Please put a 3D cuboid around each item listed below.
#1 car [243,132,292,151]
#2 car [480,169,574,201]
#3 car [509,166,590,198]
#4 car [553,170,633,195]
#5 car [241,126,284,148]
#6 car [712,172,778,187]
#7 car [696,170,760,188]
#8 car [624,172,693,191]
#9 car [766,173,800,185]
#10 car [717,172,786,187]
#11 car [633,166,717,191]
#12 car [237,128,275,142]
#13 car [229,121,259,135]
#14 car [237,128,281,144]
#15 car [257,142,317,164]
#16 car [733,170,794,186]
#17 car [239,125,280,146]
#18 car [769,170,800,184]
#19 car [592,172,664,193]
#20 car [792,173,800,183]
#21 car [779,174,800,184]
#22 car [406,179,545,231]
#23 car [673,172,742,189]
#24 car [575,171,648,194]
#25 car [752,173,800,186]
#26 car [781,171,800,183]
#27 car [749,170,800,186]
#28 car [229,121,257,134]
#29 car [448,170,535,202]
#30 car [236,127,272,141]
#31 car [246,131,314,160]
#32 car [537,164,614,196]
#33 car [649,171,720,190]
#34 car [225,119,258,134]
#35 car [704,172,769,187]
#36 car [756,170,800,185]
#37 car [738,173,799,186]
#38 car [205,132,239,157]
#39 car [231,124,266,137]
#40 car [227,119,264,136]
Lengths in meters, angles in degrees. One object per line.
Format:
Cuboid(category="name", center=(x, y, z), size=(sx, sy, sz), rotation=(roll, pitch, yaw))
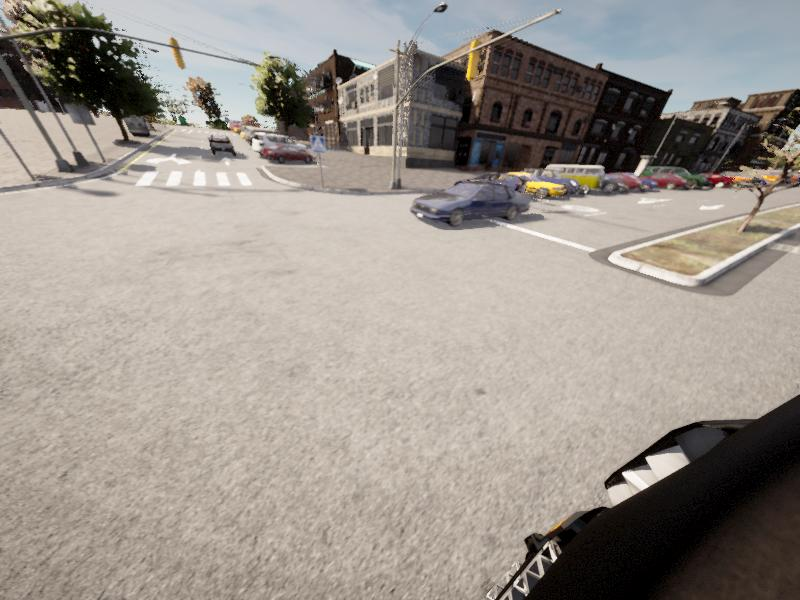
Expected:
Cuboid(category="car", center=(-17.177, -20.675, 30.168), size=(2.231, 1.521, 4.892), rotation=(28, 40, 27))
Cuboid(category="car", center=(8.870, -8.379, 16.595), size=(5.366, 1.575, 1.946), rotation=(26, 39, 34))
Cuboid(category="car", center=(11.395, -9.231, 17.874), size=(4.553, 1.767, 2.185), rotation=(27, 39, 35))
Cuboid(category="car", center=(16.800, -10.423, 20.323), size=(4.892, 1.521, 2.231), rotation=(27, 39, 35))
Cuboid(category="car", center=(-18.821, -22.441, 31.931), size=(1.878, 1.987, 4.442), rotation=(29, 40, 26))
Cuboid(category="car", center=(49.781, -17.542, 33.565), size=(2.097, 1.535, 5.008), rotation=(-24, 40, -36))
Cuboid(category="car", center=(44.233, -16.532, 31.399), size=(2.185, 1.767, 4.553), rotation=(-26, 41, -36))
Cuboid(category="car", center=(27.675, -12.897, 24.965), size=(4.674, 1.452, 2.002), rotation=(28, 40, 36))
Cuboid(category="car", center=(69.291, -21.259, 40.599), size=(2.097, 1.535, 5.008), rotation=(-24, 39, -36))
Cuboid(category="car", center=(52.438, -18.151, 34.687), size=(1.946, 1.575, 5.366), rotation=(-25, 40, -36))
Cuboid(category="car", center=(30.446, -13.745, 25.928), size=(5.566, 2.045, 2.435), rotation=(28, 40, 36))
Cuboid(category="car", center=(-23.620, -27.166, 38.088), size=(2.002, 1.452, 4.674), rotation=(29, 40, 26))
Cuboid(category="car", center=(-33.434, -37.035, 49.736), size=(2.185, 1.767, 4.553), rotation=(27, 39, 26))
Cuboid(category="car", center=(-21.895, -25.645, 36.217), size=(1.946, 1.575, 5.366), rotation=(28, 40, 27))
Cuboid(category="car", center=(-10.729, -14.133, 22.313), size=(2.002, 1.452, 4.674), rotation=(28, 40, 27))
Cuboid(category="car", center=(55.442, -18.760, 35.401), size=(1.878, 1.987, 4.442), rotation=(-24, 40, -36))
Cuboid(category="car", center=(-20.437, -24.073, 33.905), size=(1.878, 1.987, 4.442), rotation=(29, 40, 26))
Cuboid(category="car", center=(72.059, -22.008, 41.478), size=(2.435, 2.045, 5.566), rotation=(-24, 40, -35))
Cuboid(category="car", center=(22.224, -11.662, 22.683), size=(4.674, 1.452, 2.002), rotation=(28, 40, 36))
Cuboid(category="car", center=(83.251, -24.098, 45.442), size=(2.435, 2.045, 5.566), rotation=(-24, 39, -36))
Cuboid(category="car", center=(74.883, -22.276, 42.592), size=(2.163, 1.488, 4.792), rotation=(-24, 39, -36))
Cuboid(category="car", center=(3.113, -4.065, 9.507), size=(5.357, 1.411, 2.033), rotation=(-14, 36, -25))
Cuboid(category="car", center=(38.675, -15.301, 29.355), size=(2.097, 1.535, 5.008), rotation=(-26, 41, -37))
Cuboid(category="car", center=(19.509, -11.025, 21.511), size=(4.674, 1.452, 2.002), rotation=(27, 40, 35))
Cuboid(category="car", center=(63.721, -20.204, 38.602), size=(2.097, 1.535, 5.008), rotation=(-24, 39, -36))
Cuboid(category="car", center=(77.676, -23.044, 43.447), size=(2.435, 2.045, 5.566), rotation=(-24, 39, -36))
Cuboid(category="car", center=(61.021, -19.822, 37.412), size=(1.878, 1.987, 4.442), rotation=(-24, 39, -36))
Cuboid(category="car", center=(-35.052, -38.634, 51.730), size=(2.185, 1.767, 4.553), rotation=(26, 37, 27))
Cuboid(category="car", center=(6.013, -7.835, 15.642), size=(4.792, 1.488, 2.163), rotation=(26, 39, 34))
Cuboid(category="car", center=(-25.250, -28.794, 40.054), size=(2.002, 1.452, 4.674), rotation=(28, 40, 26))
Cuboid(category="car", center=(-12.297, -16.008, 24.134), size=(2.435, 2.045, 5.566), rotation=(28, 40, 27))
Cuboid(category="car", center=(14.197, -9.922, 18.943), size=(4.442, 1.987, 1.878), rotation=(27, 39, 35))
Cuboid(category="car", center=(33.161, -14.140, 27.188), size=(2.097, 1.535, 5.008), rotation=(-26, 41, -38))
Cuboid(category="car", center=(-36.715, -40.205, 53.598), size=(2.435, 2.045, 5.566), rotation=(24, 36, 29))
Cuboid(category="car", center=(47.005, -16.983, 32.517), size=(2.231, 1.521, 4.892), rotation=(-25, 40, -36))
Cuboid(category="car", center=(66.491, -20.954, 39.482), size=(2.435, 2.045, 5.566), rotation=(-24, 40, -35))
Cuboid(category="car", center=(58.122, -19.130, 36.628), size=(2.163, 1.488, 4.792), rotation=(-25, 40, -36))
Cuboid(category="car", center=(-17.484, -15.306, 22.647), size=(2.128, 1.511, 4.902), rotation=(-16, 42, -29))
Cuboid(category="car", center=(-30.010, -33.770, 46.036), size=(1.946, 1.575, 5.366), rotation=(28, 39, 26))
Cuboid(category="car", center=(-31.749, -35.506, 47.700), size=(2.435, 2.045, 5.566), rotation=(28, 40, 25))
